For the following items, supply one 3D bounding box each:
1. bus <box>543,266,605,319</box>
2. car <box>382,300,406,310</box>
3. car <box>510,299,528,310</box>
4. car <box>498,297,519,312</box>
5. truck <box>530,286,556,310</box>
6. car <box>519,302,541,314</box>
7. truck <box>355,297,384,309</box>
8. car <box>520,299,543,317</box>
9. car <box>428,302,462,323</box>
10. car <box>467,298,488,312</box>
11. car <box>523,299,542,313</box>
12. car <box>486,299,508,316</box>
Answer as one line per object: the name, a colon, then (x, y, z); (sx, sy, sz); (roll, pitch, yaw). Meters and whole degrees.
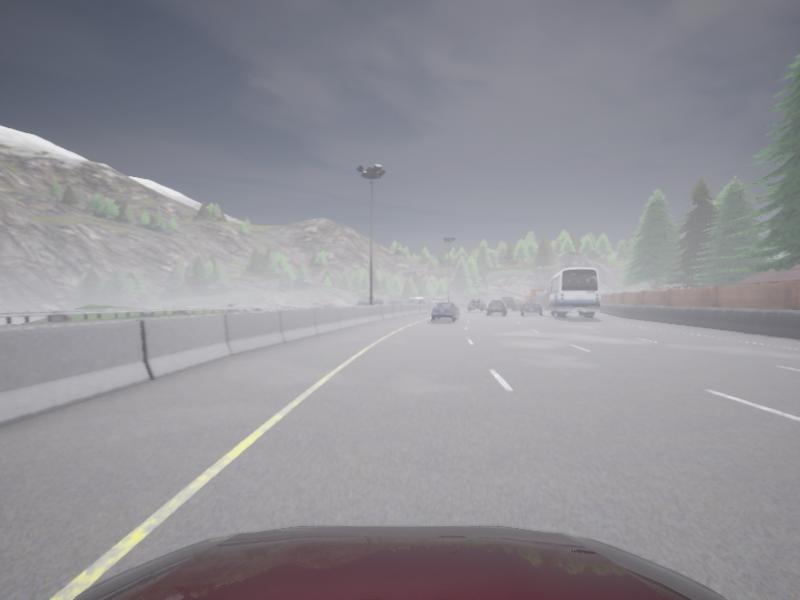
bus: (16.027, -0.524, 37.802); (3.944, 4.253, 10.273); (0, -1, 16)
car: (-0.902, 0.803, 62.951); (2.038, 1.542, 4.974); (0, 0, 22)
car: (19.586, 0.711, 65.667); (2.097, 1.767, 4.553); (0, 0, 28)
car: (15.481, 0.577, 56.873); (2.150, 2.045, 5.566); (0, 0, 24)
truck: (23.675, -0.304, 65.989); (2.891, 3.827, 8.468); (0, 0, 28)
car: (15.490, 0.970, 47.453); (1.895, 1.301, 4.718); (-1, -2, 25)
truck: (-5.314, 0.509, 70.406); (2.390, 2.098, 6.274); (0, 0, 24)
car: (14.001, 0.781, 42.767); (2.152, 1.651, 5.027); (0, 2, 17)
car: (3.595, 0.892, 31.242); (2.033, 1.411, 5.357); (0, 0, 13)
car: (10.460, 0.654, 53.816); (1.932, 1.855, 4.605); (-1, 0, 22)
car: (17.176, 0.707, 51.812); (2.097, 1.767, 4.553); (0, 0, 22)
car: (10.465, 0.781, 43.015); (2.033, 1.649, 4.856); (0, 0, 17)
